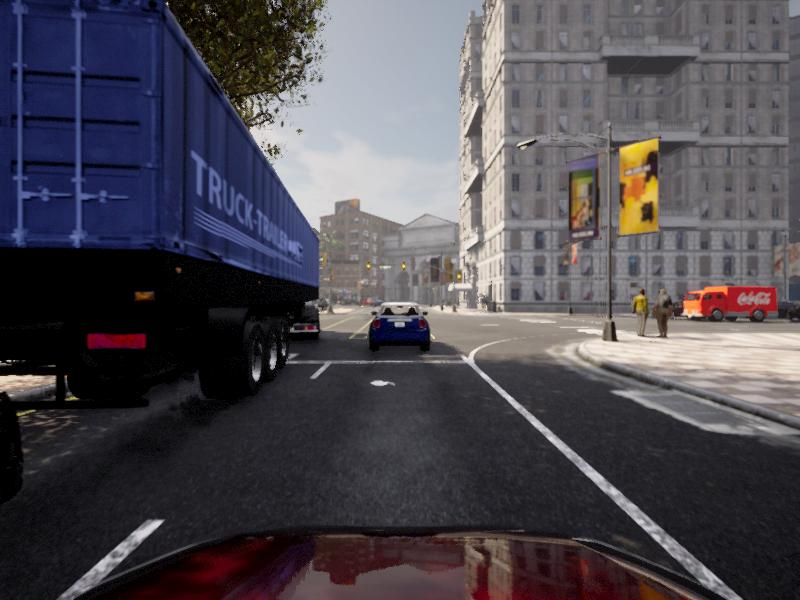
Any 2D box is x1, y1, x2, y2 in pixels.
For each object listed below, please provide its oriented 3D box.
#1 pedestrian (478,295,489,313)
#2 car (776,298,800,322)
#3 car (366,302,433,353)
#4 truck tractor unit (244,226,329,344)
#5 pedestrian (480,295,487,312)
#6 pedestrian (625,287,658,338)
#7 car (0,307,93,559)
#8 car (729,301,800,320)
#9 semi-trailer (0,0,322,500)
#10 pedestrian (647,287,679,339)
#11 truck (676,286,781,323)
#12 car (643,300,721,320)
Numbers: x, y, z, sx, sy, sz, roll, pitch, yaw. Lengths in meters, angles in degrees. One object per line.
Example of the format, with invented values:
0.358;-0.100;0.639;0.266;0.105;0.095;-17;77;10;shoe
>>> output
8.458;0.394;40.567;0.751;1.860;0.751;0;0;-20;pedestrian
30.078;0.708;28.240;5.238;1.638;1.930;0;0;0;car
-0.011;0.822;13.691;1.970;1.475;3.806;0;0;0;car
-5.323;-0.562;17.965;3.053;4.208;6.516;0;0;-21;truck tractor unit
9.260;0.385;44.311;0.751;1.860;0.751;0;0;12;pedestrian
9.044;0.451;14.977;0.751;1.860;0.751;0;0;-15;pedestrian
-3.488;0.829;0.727;2.038;1.542;4.974;0;0;0;car
29.638;0.823;31.743;5.357;1.411;2.033;0;0;0;car
-3.996;-0.642;10.211;2.717;4.402;14.254;0;0;-6;semi-trailer
9.629;0.452;14.670;0.751;1.860;0.751;0;0;8;pedestrian
23.005;0.293;28.210;5.204;2.467;2.627;0;0;-1;truck
22.295;0.773;31.699;4.892;1.490;1.837;0;0;0;car
